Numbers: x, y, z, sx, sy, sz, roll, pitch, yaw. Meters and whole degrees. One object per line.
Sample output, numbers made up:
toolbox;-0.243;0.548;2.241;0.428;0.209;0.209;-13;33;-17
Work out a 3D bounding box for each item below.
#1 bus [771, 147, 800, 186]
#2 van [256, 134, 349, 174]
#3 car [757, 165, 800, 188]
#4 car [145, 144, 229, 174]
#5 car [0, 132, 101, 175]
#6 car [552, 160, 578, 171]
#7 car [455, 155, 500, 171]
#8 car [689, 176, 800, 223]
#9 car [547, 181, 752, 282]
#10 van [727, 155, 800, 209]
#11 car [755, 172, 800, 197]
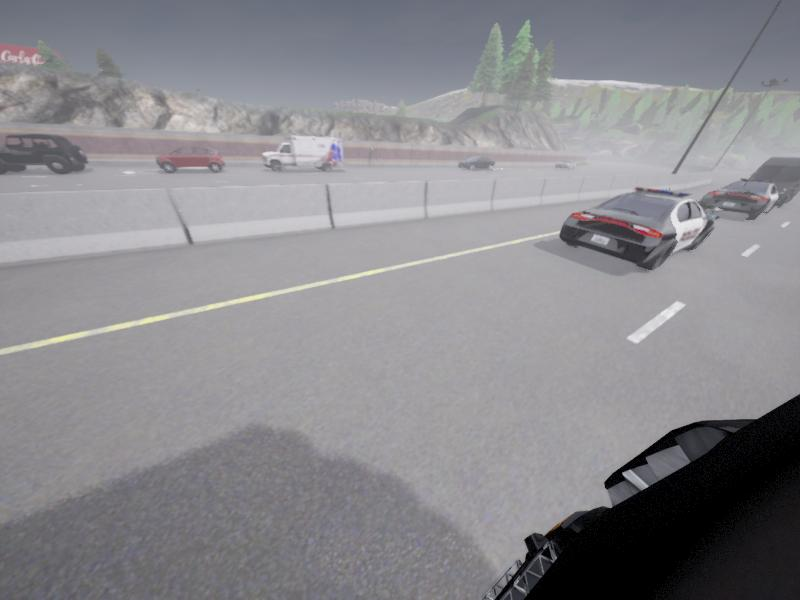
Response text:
bus;54.666;-17.440;30.111;10.273;4.253;3.944;-26;43;-36
van;-7.720;-11.880;18.858;6.366;2.431;2.351;-16;38;-26
car;45.095;-14.761;27.392;5.566;2.045;2.150;-23;42;-33
car;-14.265;-9.642;15.825;3.705;1.549;1.789;-16;38;-26
car;-20.261;-8.058;12.718;3.866;1.878;1.905;-16;38;-26
car;26.203;-21.403;36.563;4.718;1.301;1.895;-27;44;-36
car;9.272;-16.411;27.660;5.008;1.535;1.882;-16;38;-26
car;17.086;-5.131;11.442;4.974;1.542;2.038;-16;38;-26
car;6.696;-2.146;6.226;4.974;1.542;2.038;-16;38;-26
van;24.114;-7.581;14.705;5.915;2.561;1.988;-17;38;-26
car;33.357;-10.109;20.061;4.514;1.525;2.007;-19;39;-28
